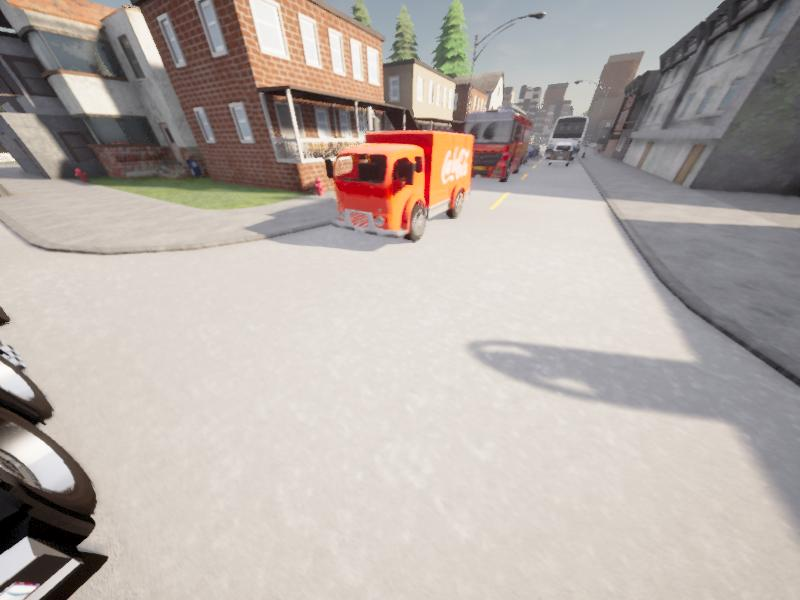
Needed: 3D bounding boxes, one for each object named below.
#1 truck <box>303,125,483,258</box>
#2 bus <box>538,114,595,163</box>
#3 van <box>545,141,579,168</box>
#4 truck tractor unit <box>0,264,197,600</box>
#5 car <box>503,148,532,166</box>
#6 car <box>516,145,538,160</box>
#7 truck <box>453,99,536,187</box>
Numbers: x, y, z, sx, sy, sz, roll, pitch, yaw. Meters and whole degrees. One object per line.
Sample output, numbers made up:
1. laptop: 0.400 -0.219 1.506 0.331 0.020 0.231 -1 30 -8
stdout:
1. truck: 0.318 -3.637 7.072 2.627 2.467 5.204 18 38 25
2. bus: 20.611 -20.138 29.020 3.944 4.253 10.273 18 39 24
3. van: 16.160 -14.669 23.139 2.069 2.038 4.480 18 39 24
4. truck tractor unit: -5.111 -0.302 0.779 6.516 4.208 3.053 18 39 24
5. car: 12.860 -15.676 25.200 1.994 1.385 4.181 18 39 24
6. car: 17.424 -20.280 31.626 1.882 1.535 5.008 18 39 25
7. truck: 6.715 -10.585 15.793 2.891 3.827 8.468 18 39 25
